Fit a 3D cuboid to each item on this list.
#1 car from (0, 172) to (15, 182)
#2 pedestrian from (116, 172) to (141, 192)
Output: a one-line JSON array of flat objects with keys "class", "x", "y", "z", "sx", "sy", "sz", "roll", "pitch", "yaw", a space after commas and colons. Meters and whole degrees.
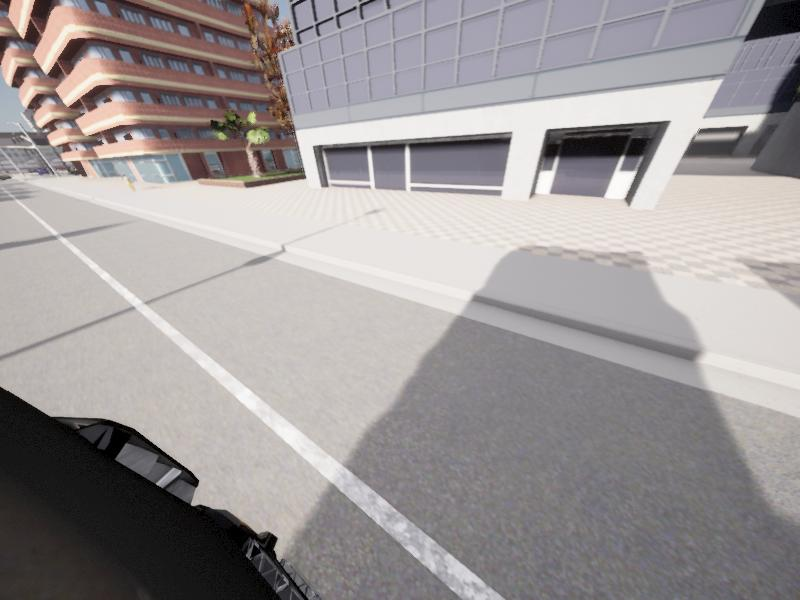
[{"class": "car", "x": -73.188, "y": -21.689, "z": 41.009, "sx": 1.812, "sy": 1.442, "sz": 4.674, "roll": 23, "pitch": 41, "yaw": 34}, {"class": "pedestrian", "x": -21.184, "y": -9.224, "z": 18.025, "sx": 0.751, "sy": 1.300, "sz": 0.751, "roll": 26, "pitch": 43, "yaw": 36}]
